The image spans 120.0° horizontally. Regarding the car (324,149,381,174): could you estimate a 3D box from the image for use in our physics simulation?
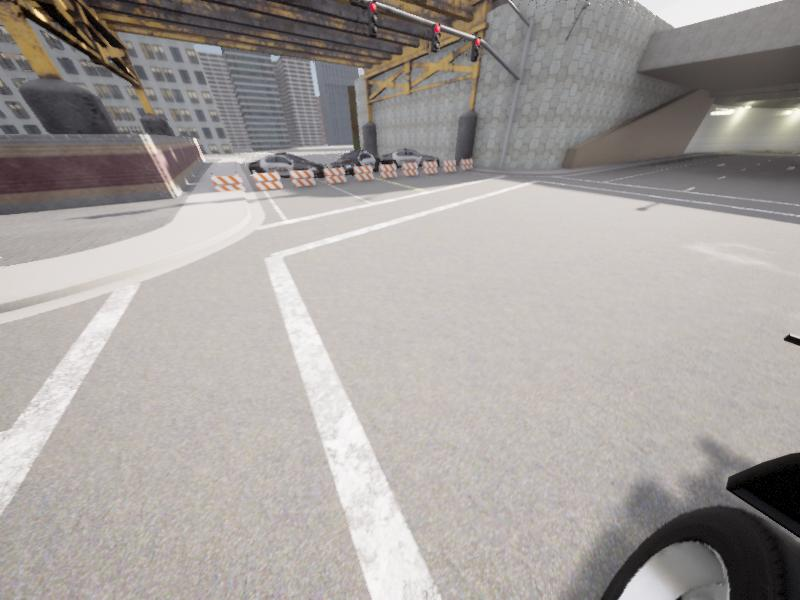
[{"bbox_3d":[-3.313,-10.352,17.104,1.853,1.218,4.536,13,37,18],"label":"car"}]

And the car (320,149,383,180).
[{"bbox_3d":[-3.331,-10.195,17.155,2.038,1.542,4.974,13,37,18],"label":"car"}]

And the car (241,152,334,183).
[{"bbox_3d":[-7.265,-8.794,15.207,4.974,1.542,2.038,7,36,10],"label":"car"}]

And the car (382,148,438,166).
[{"bbox_3d":[0.795,-12.333,19.877,4.536,1.218,1.853,-2,35,-2],"label":"car"}]

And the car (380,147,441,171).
[{"bbox_3d":[0.848,-12.206,19.969,4.974,1.542,2.038,-2,35,-2],"label":"car"}]

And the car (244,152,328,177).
[{"bbox_3d":[-7.317,-8.929,15.126,4.536,1.218,1.853,7,36,10],"label":"car"}]
